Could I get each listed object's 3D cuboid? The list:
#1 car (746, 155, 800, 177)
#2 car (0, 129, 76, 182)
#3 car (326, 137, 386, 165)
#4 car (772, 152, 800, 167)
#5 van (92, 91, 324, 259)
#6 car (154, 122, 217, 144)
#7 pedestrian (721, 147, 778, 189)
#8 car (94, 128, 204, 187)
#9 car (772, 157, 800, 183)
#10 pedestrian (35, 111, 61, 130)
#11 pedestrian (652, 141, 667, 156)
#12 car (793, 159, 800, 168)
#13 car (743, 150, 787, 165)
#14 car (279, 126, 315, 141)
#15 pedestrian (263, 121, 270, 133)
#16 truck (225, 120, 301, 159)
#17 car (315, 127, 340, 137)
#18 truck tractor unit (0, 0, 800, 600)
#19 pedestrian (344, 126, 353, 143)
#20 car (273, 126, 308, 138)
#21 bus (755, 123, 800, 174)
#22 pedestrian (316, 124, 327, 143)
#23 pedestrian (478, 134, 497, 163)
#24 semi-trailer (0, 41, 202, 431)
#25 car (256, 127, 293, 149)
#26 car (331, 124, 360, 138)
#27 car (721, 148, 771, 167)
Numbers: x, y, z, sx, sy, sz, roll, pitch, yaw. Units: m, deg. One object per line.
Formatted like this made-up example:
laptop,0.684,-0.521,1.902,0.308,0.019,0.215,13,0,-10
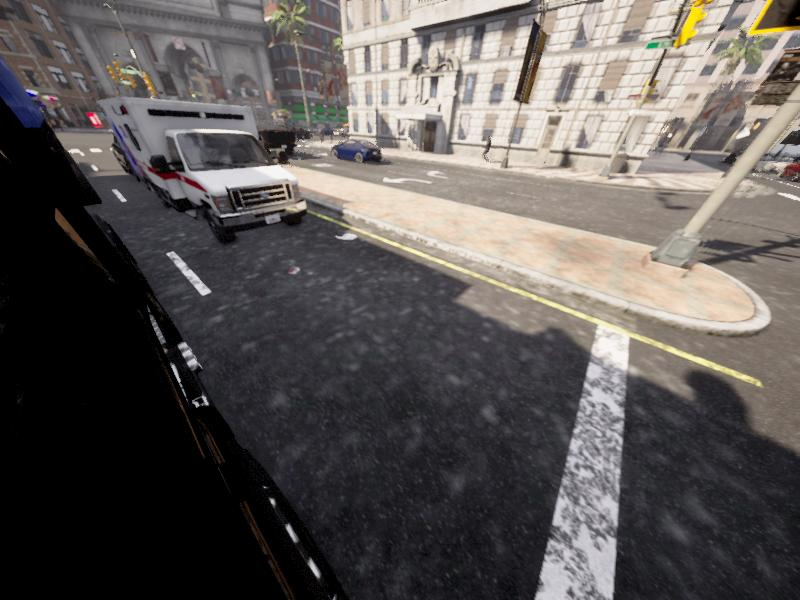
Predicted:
car,36.014,-12.937,22.167,1.895,1.301,4.718,28,44,30
car,-16.194,-6.319,9.880,5.357,1.411,2.033,28,43,30
car,-3.277,-11.160,17.193,4.181,1.385,1.994,28,44,30
car,55.450,-19.721,32.397,2.033,1.411,5.357,28,44,30
van,-5.122,-3.590,6.087,6.366,2.431,2.351,28,44,30
car,-22.396,-17.522,24.234,5.027,1.651,2.152,15,38,16
pedestrian,19.207,-7.284,12.770,0.751,1.860,0.751,26,42,27
car,-11.018,-6.403,10.128,4.856,1.649,2.033,28,44,30
car,31.636,-9.955,17.781,1.812,1.442,4.674,28,44,30
pedestrian,-44.888,-22.935,29.510,0.751,1.860,0.751,-7,38,-13
pedestrian,40.304,-23.595,35.904,0.751,1.860,0.751,29,44,30
car,50.578,-16.498,27.590,2.152,1.651,5.027,29,44,30
car,51.215,-20.115,32.538,2.007,1.525,4.514,28,44,30
car,-15.224,-24.792,34.397,2.033,1.649,4.856,14,38,16
pedestrian,-28.030,-36.355,48.511,0.751,1.860,0.751,-1,37,-4
truck,-10.829,-12.749,18.215,6.274,2.098,2.390,28,44,30
car,-15.190,-35.147,48.373,1.812,1.442,4.674,28,44,30
truck tractor unit,-2.645,-0.295,0.351,6.516,4.208,3.053,28,44,30
pedestrian,-7.141,-22.957,31.982,0.751,1.860,0.751,23,42,25
car,-19.052,-29.304,40.267,2.128,1.511,4.902,28,44,30
bus,43.058,-15.529,23.626,3.944,4.253,10.273,28,43,30
pedestrian,-9.754,-20.614,28.686,0.751,1.860,0.751,4,37,2
pedestrian,6.871,-11.947,18.195,0.751,1.860,0.751,31,45,32
semi-trailer,-8.705,-3.605,4.215,14.254,4.402,2.717,28,44,30
car,-13.003,-16.796,23.887,1.851,1.617,3.988,-27,46,-33
car,-11.164,-34.814,47.687,2.150,2.045,5.566,29,44,30
car,43.071,-17.884,28.915,2.242,1.667,4.611,28,44,30
